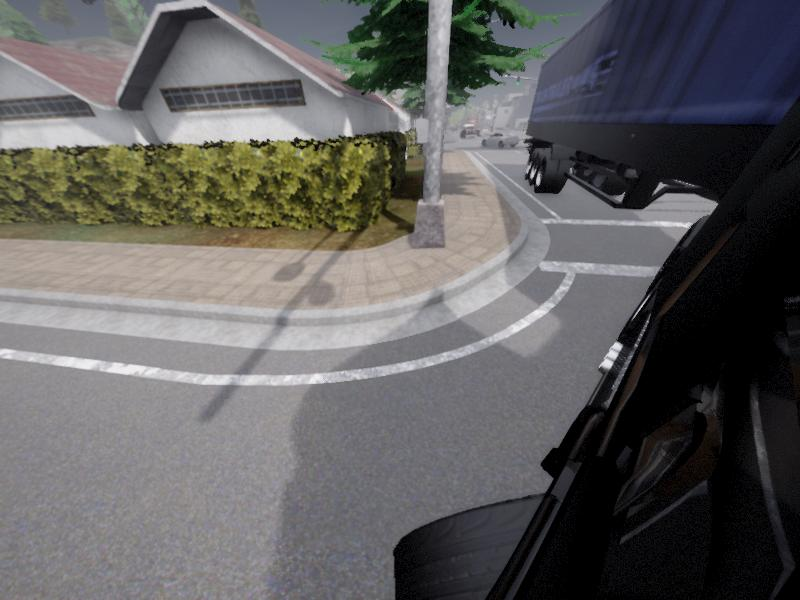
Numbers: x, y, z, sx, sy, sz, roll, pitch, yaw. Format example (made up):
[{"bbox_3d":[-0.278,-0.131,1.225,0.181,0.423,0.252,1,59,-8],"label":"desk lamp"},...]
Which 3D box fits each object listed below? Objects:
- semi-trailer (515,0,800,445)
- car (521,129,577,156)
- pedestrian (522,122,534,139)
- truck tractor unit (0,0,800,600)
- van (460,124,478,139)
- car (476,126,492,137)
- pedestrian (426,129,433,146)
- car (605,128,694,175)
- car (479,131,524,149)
[{"bbox_3d":[5.716,-4.707,5.793,2.717,4.402,14.254,8,39,13],"label":"semi-trailer"},{"bbox_3d":[11.892,-12.985,18.924,2.128,1.511,4.902,3,37,7],"label":"car"},{"bbox_3d":[17.910,-23.767,32.421,0.751,1.860,0.751,-21,41,-23],"label":"pedestrian"},{"bbox_3d":[2.645,-0.295,0.352,6.516,4.208,3.053,-28,44,-30],"label":"truck tractor unit"},{"bbox_3d":[12.367,-30.412,41.716,2.069,2.038,4.480,1,37,4],"label":"van"},{"bbox_3d":[16.832,-33.964,46.580,2.152,1.651,5.027,3,37,7],"label":"car"},{"bbox_3d":[3.953,-21.904,31.191,0.751,1.860,0.751,11,39,17],"label":"pedestrian"},{"bbox_3d":[12.554,-7.688,11.839,2.242,1.667,4.611,26,43,33],"label":"car"},{"bbox_3d":[11.329,-18.188,26.169,1.812,1.442,4.674,-15,40,-16],"label":"car"}]
